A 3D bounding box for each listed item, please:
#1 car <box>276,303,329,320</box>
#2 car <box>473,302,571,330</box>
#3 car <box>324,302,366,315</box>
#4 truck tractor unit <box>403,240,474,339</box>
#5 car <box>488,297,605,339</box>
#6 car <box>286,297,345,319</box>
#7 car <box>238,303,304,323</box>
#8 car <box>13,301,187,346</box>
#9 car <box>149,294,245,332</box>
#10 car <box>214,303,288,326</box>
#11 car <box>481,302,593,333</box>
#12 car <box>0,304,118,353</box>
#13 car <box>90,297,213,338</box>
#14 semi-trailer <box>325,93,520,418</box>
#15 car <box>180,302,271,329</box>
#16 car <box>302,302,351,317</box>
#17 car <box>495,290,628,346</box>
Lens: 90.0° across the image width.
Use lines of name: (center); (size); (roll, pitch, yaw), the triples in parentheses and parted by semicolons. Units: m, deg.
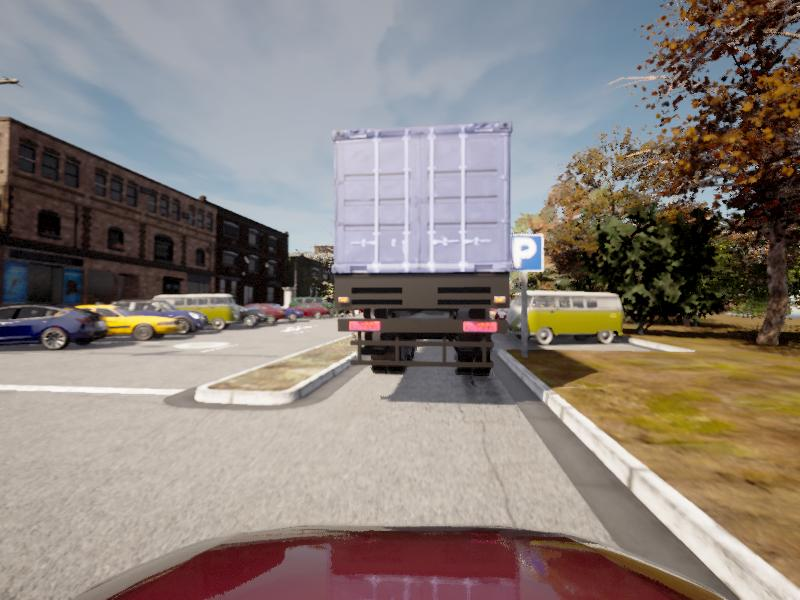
car: (-8.954, 1.025, 37.198); (4.674, 1.452, 2.002); (-1, 0, -11)
car: (7.316, 0.923, 24.199); (5.366, 1.575, 1.946); (1, 0, -11)
car: (-6.774, 1.043, 49.086); (5.008, 1.535, 2.097); (-1, 0, -9)
truck tractor unit: (2.109, -0.439, 20.516); (3.053, 4.208, 6.516); (0, 0, 8)
car: (6.630, 0.778, 18.372); (4.553, 1.767, 2.185); (1, 0, -12)
car: (-8.417, 0.748, 40.191); (5.566, 2.045, 2.435); (-1, -1, -10)
car: (-9.942, 0.996, 31.242); (4.674, 1.452, 2.002); (-1, -1, -11)
car: (-11.904, 0.878, 16.333); (5.366, 1.575, 1.946); (-1, -1, -13)
car: (-11.171, 0.686, 22.307); (4.442, 1.987, 1.878); (-1, -1, -12)
car: (-10.400, 0.982, 28.253); (4.674, 1.452, 2.002); (-1, 0, -12)
car: (7.251, 0.916, 21.348); (5.366, 1.575, 1.946); (1, 0, -12)
car: (-12.635, 0.905, 13.360); (4.792, 1.488, 2.163); (-1, 0, -13)
car: (-11.725, 0.773, 19.282); (4.553, 1.767, 2.185); (-1, -1, -13)
semi-trailer: (1.129, -0.569, 12.664); (2.717, 4.402, 14.254); (0, 0, 7)
car: (-10.859, 0.929, 25.270); (4.892, 1.521, 2.231); (-1, -1, -12)
car: (-7.910, 1.014, 43.156); (5.008, 1.535, 2.097); (-1, -1, -10)
car: (6.161, 0.664, 15.415); (4.442, 1.987, 1.878); (1, 0, -12)
